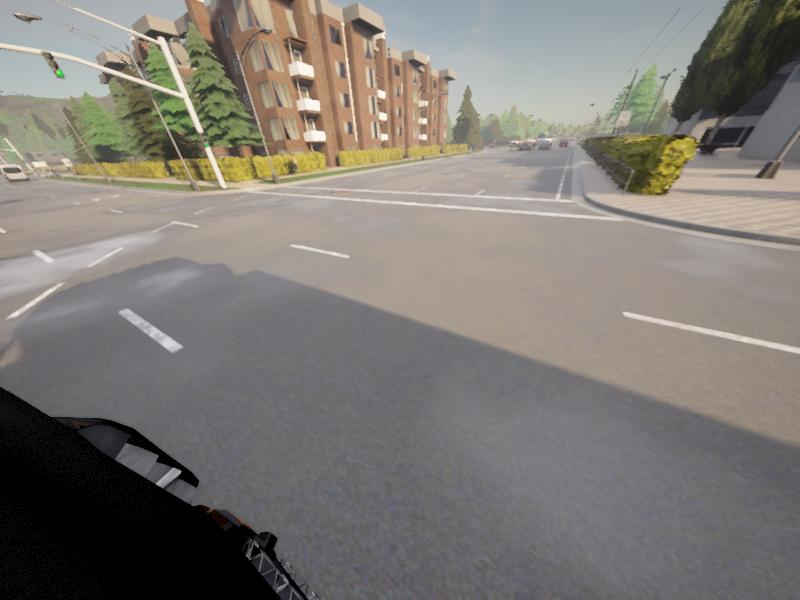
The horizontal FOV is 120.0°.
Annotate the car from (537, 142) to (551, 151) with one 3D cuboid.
[{"bbox_3d":[32.847,-34.990,52.604,1.994,1.385,4.181,17,39,27],"label":"car"}]

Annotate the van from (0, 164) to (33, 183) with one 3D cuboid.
[{"bbox_3d":[-64.993,-21.307,38.847,5.915,2.561,1.988,16,38,27],"label":"van"}]

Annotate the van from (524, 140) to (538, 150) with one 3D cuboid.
[{"bbox_3d":[32.900,-39.025,58.072,2.069,2.038,4.480,17,39,27],"label":"van"}]

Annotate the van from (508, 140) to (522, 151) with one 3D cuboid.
[{"bbox_3d":[29.218,-39.271,58.737,2.069,2.038,4.480,17,39,27],"label":"van"}]

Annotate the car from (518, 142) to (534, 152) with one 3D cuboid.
[{"bbox_3d":[28.704,-34.916,52.596,2.242,1.667,4.611,17,39,27],"label":"car"}]

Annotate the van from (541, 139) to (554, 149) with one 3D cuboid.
[{"bbox_3d":[37.261,-39.416,58.310,2.069,2.038,4.480,17,39,27],"label":"van"}]

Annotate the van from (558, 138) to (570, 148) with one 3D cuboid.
[{"bbox_3d":[41.656,-39.818,58.605,1.775,1.987,4.442,17,39,27],"label":"van"}]

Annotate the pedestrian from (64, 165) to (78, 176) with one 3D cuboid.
[{"bbox_3d":[-64.088,-25.265,45.011,0.751,1.860,0.751,15,38,25],"label":"pedestrian"}]

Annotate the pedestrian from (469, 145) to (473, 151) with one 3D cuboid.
[{"bbox_3d":[20.187,-43.133,65.602,0.751,1.300,0.751,17,38,27],"label":"pedestrian"}]

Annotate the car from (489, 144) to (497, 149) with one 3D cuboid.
[{"bbox_3d":[33.653,-55.721,83.612,1.812,1.442,4.674,4,34,11],"label":"car"}]

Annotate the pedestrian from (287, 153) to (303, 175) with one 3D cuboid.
[{"bbox_3d":[-10.821,-14.025,23.872,0.751,1.860,0.751,17,38,27],"label":"pedestrian"}]
